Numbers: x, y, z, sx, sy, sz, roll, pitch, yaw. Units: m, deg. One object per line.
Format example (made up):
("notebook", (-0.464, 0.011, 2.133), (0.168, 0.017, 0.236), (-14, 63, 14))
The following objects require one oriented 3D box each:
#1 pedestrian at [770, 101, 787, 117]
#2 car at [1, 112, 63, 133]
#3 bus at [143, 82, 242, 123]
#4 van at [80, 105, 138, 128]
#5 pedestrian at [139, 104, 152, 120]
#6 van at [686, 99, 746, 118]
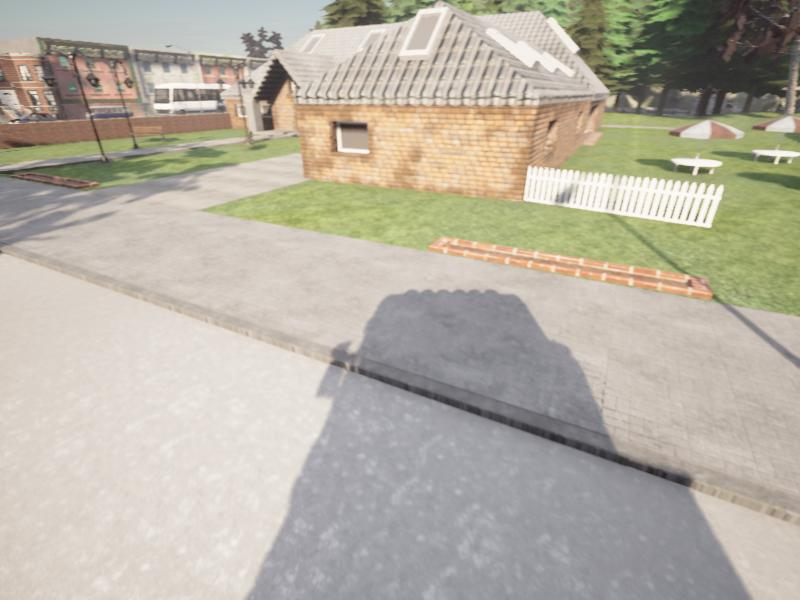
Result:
("pedestrian", (51.149, -25.799, 54.068), (0.751, 1.860, 0.751), (-4, 27, -7))
("car", (-34.443, -16.699, 37.551), (1.845, 1.501, 3.633), (13, 30, 25))
("bus", (-25.916, -25.219, 51.065), (3.944, 4.253, 10.273), (13, 30, 25))
("van", (-31.160, -19.773, 43.001), (1.775, 1.987, 4.442), (13, 30, 25))
("pedestrian", (-33.179, -24.478, 52.115), (0.751, 1.860, 0.751), (15, 31, 27))
("van", (46.389, -28.244, 58.973), (6.366, 2.431, 2.351), (13, 30, 25))
